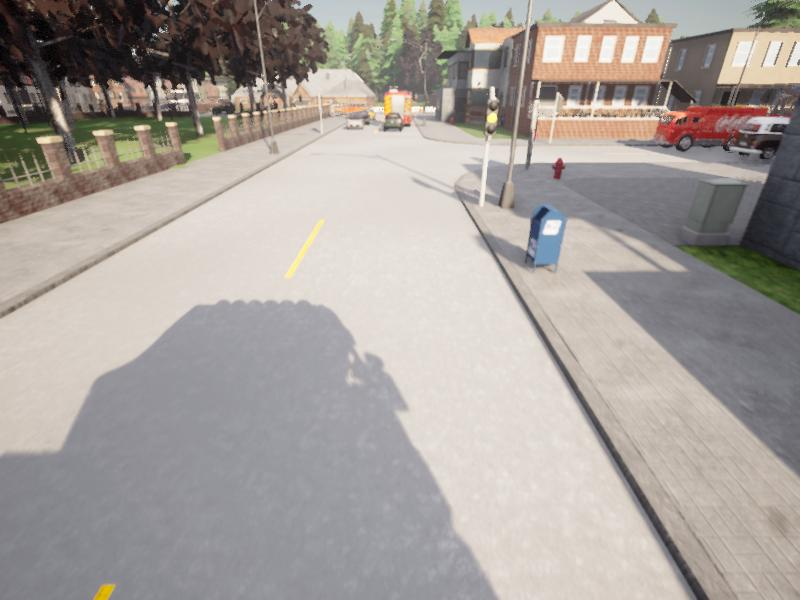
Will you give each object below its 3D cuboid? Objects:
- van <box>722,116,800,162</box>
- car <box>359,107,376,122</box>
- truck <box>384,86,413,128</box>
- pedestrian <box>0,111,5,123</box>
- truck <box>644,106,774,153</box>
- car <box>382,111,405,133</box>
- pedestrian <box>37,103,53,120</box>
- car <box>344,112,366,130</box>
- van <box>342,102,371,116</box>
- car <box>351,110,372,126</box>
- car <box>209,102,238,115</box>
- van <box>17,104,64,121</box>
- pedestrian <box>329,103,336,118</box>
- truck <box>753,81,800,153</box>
[{"bbox_3d":[20.460,-8.570,21.240,4.480,2.038,2.069,0,27,0],"label":"van"},{"bbox_3d":[-4.216,-24.535,52.777,1.801,1.575,5.366,0,27,0],"label":"car"},{"bbox_3d":[-0.215,-21.437,44.291,2.891,3.827,8.468,0,27,0],"label":"truck"},{"bbox_3d":[-44.753,-20.539,44.184,0.751,1.860,0.751,0,27,0],"label":"pedestrian"},{"bbox_3d":[18.629,-10.485,24.497,5.204,2.467,2.627,1,27,2],"label":"truck"},{"bbox_3d":[-0.590,-16.850,37.768,1.851,1.617,3.988,2,27,3],"label":"car"},{"bbox_3d":[-44.798,-23.759,50.471,0.751,1.860,0.751,0,27,-1],"label":"pedestrian"},{"bbox_3d":[-4.392,-17.719,39.529,1.845,1.501,3.633,-1,27,-2],"label":"car"},{"bbox_3d":[-7.026,-31.027,64.989,4.442,1.987,1.775,0,27,0],"label":"van"},{"bbox_3d":[-4.313,-20.718,45.532,2.033,1.411,5.357,0,27,-1],"label":"car"},{"bbox_3d":[-30.010,-32.694,68.189,3.866,1.878,1.905,0,27,0],"label":"car"},{"bbox_3d":[-49.617,-25.979,55.349,2.069,2.038,4.480,0,27,0],"label":"van"},{"bbox_3d":[-9.673,-27.129,57.227,0.751,1.860,0.751,0,27,0],"label":"pedestrian"},{"bbox_3d":[27.649,-11.166,24.386,8.468,3.827,2.891,0,27,0],"label":"truck"}]
